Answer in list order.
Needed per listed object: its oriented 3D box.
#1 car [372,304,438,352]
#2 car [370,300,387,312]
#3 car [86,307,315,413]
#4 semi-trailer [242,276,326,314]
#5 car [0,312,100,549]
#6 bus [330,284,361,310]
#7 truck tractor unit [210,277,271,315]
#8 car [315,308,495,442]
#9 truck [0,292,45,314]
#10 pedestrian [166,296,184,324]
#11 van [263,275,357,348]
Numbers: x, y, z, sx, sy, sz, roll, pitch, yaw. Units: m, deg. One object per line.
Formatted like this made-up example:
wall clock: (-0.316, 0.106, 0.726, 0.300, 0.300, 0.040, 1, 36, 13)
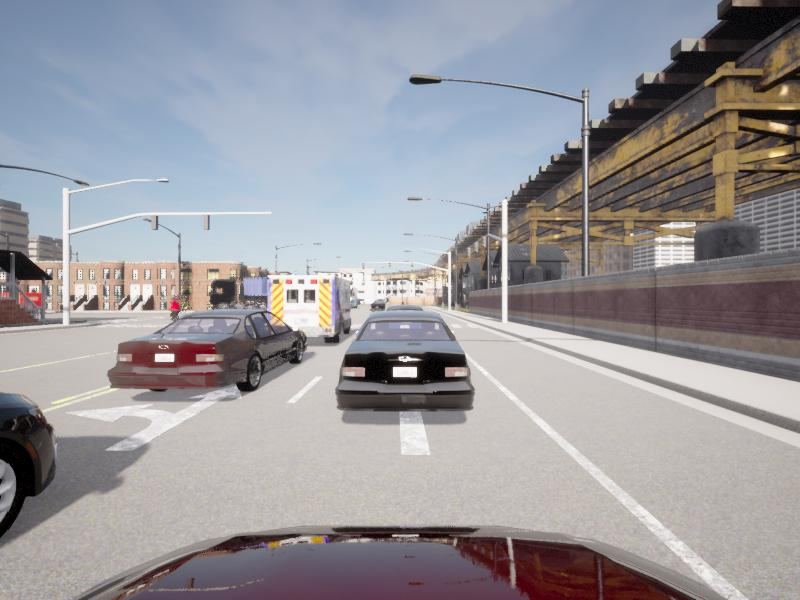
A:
car: (0.182, 0.895, 15.093, 2.033, 1.411, 5.357, 0, 0, 1)
car: (-3.022, 0.771, 58.083, 1.930, 1.638, 5.238, 0, 0, 3)
car: (-3.400, 0.895, 8.344, 2.033, 1.411, 5.357, 0, 0, 1)
semi-trailer: (-14.824, -0.632, 53.350, 2.717, 4.402, 14.254, 1, 0, 20)
car: (-3.490, 0.844, 0.953, 1.837, 1.490, 4.892, 0, 0, 1)
bus: (-9.521, -0.535, 70.886, 3.944, 4.253, 10.273, 0, 0, 1)
truck tractor unit: (-18.662, -0.529, 46.925, 6.516, 4.208, 3.053, 0, 2, -24)
car: (0.088, 0.895, 7.195, 2.033, 1.411, 5.357, 0, 0, 1)
truck: (-44.227, 0.354, 45.903, 5.204, 2.467, 2.627, 0, 0, 11)
pedestrian: (-14.914, 0.637, 26.541, 0.751, 1.860, 0.751, 0, 0, -1)
van: (-3.302, 0.378, 16.407, 2.351, 2.431, 6.366, 0, 0, 1)
